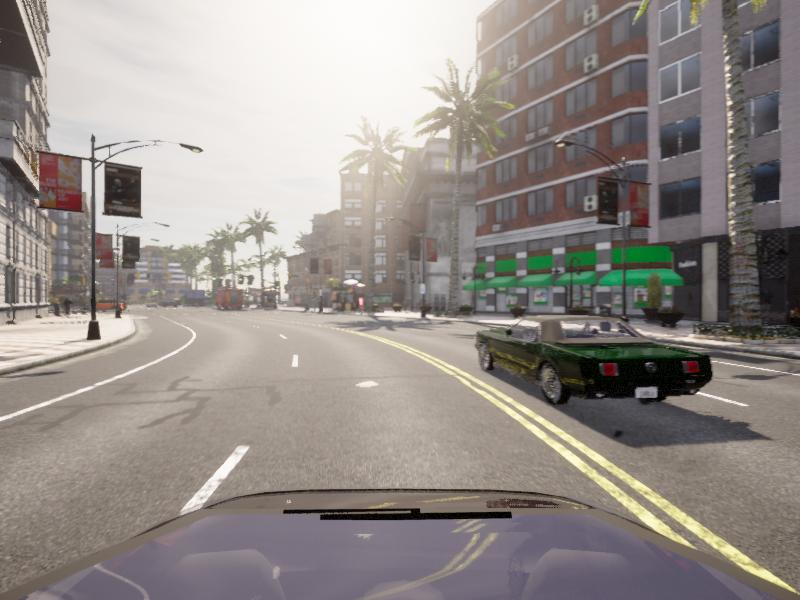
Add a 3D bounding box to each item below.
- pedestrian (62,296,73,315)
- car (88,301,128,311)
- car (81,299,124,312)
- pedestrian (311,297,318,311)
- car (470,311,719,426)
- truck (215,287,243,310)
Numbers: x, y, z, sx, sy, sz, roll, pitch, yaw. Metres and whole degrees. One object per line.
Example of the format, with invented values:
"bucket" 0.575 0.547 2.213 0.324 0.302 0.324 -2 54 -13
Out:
"pedestrian" -32.112 0.512 38.673 0.751 1.860 0.751 0 0 44
"car" -43.861 0.863 60.213 4.514 1.525 2.007 0 0 -23
"car" -42.286 0.728 56.986 4.553 1.767 2.097 0 0 -26
"pedestrian" -11.222 0.480 52.415 0.751 1.860 0.751 0 0 -2
"car" 2.974 0.937 7.523 1.895 1.301 4.718 0 0 -8
"truck" -30.217 -0.308 70.617 2.891 3.827 8.468 0 0 -35
